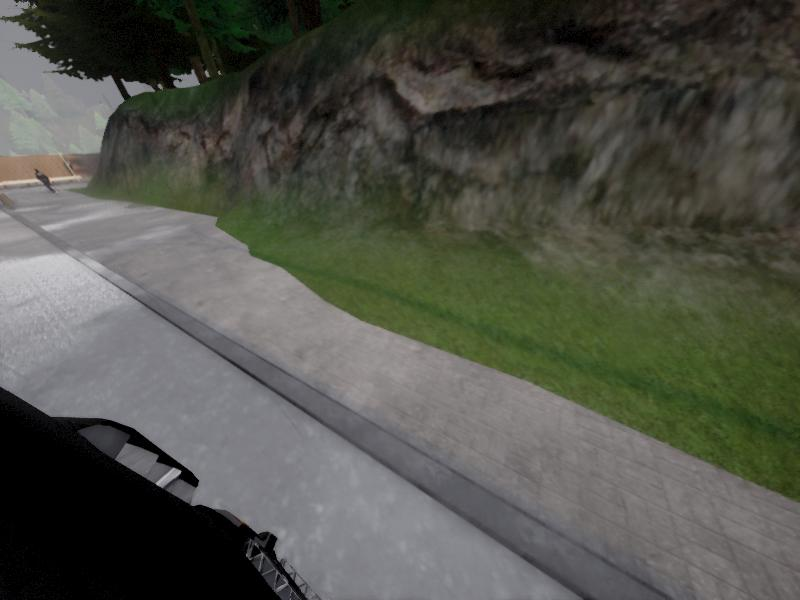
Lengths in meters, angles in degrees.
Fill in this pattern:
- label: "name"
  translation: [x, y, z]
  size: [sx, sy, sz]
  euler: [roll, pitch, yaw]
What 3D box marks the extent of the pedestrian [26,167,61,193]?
- label: "pedestrian"
  translation: [-30.041, -10.111, 19.491]
  size: [0.751, 1.860, 0.751]
  euler: [16, 38, 26]
